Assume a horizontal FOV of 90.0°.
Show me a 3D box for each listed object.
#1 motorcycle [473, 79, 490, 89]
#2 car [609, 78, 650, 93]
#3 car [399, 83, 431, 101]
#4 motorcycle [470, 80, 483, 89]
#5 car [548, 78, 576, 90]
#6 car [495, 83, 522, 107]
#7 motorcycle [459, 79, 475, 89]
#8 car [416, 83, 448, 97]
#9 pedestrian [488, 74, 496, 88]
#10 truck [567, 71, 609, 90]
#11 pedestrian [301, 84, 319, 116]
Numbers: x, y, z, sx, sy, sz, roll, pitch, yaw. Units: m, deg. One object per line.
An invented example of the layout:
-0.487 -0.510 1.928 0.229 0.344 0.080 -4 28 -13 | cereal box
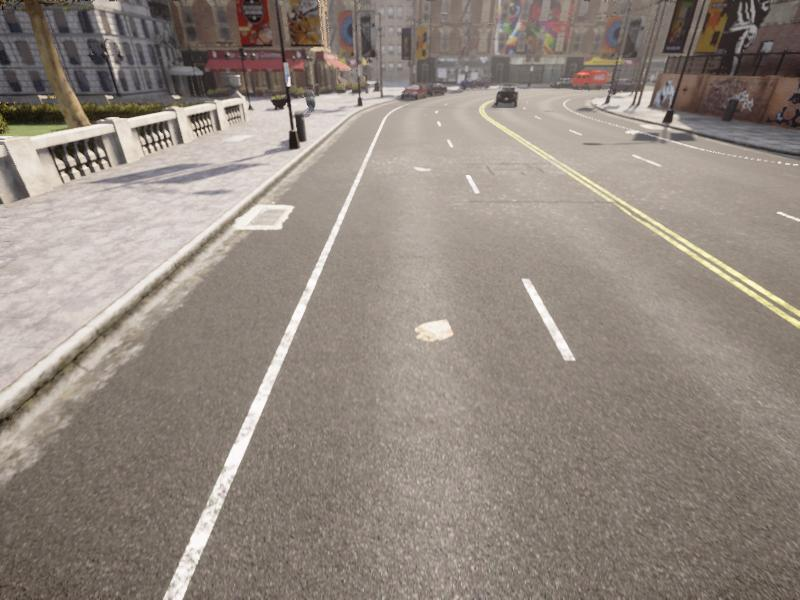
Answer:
12.426 -32.854 60.813 2.356 1.277 0.764 5 31 9 | motorcycle
32.183 -30.129 56.149 4.611 1.667 2.242 -12 32 -19 | car
1.616 -22.399 42.988 2.002 1.452 4.674 11 32 18 | car
11.482 -32.351 60.008 1.805 1.236 0.856 5 31 9 | motorcycle
25.714 -34.349 63.530 3.806 1.475 1.970 -16 34 -26 | car
10.054 -19.010 36.992 1.930 1.638 5.238 8 31 14 | car
9.942 -31.947 59.257 2.209 1.251 0.867 5 31 9 | motorcycle
3.866 -24.990 47.578 1.895 1.301 4.718 17 34 26 | car
14.653 -34.836 63.553 0.751 1.860 0.751 -18 35 -28 | pedestrian
28.804 -33.630 61.222 5.204 2.467 2.627 -14 33 -22 | truck
-5.966 -13.280 26.607 0.751 1.860 0.751 5 31 9 | pedestrian
